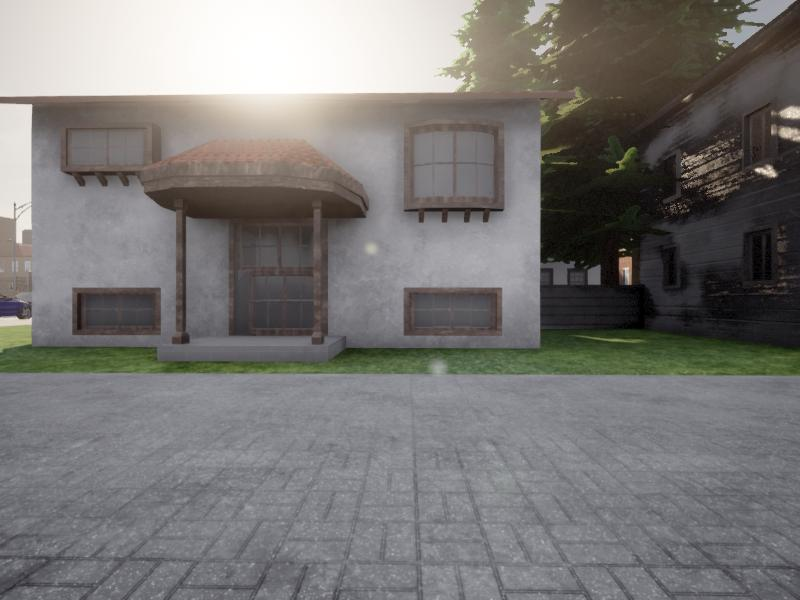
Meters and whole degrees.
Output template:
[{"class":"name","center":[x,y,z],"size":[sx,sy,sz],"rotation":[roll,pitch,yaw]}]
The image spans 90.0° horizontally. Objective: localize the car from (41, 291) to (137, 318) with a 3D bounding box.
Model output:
[{"class":"car","center":[-19.063,0.251,24.882],"size":[2.163,1.488,4.792],"rotation":[0,0,1]}]

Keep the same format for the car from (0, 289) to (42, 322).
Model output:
[{"class":"car","center":[-19.217,0.254,18.345],"size":[1.816,1.474,4.193],"rotation":[0,0,1]}]

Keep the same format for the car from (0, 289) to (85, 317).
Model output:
[{"class":"car","center":[-23.021,0.178,25.419],"size":[2.033,1.649,4.856],"rotation":[0,0,2]}]
